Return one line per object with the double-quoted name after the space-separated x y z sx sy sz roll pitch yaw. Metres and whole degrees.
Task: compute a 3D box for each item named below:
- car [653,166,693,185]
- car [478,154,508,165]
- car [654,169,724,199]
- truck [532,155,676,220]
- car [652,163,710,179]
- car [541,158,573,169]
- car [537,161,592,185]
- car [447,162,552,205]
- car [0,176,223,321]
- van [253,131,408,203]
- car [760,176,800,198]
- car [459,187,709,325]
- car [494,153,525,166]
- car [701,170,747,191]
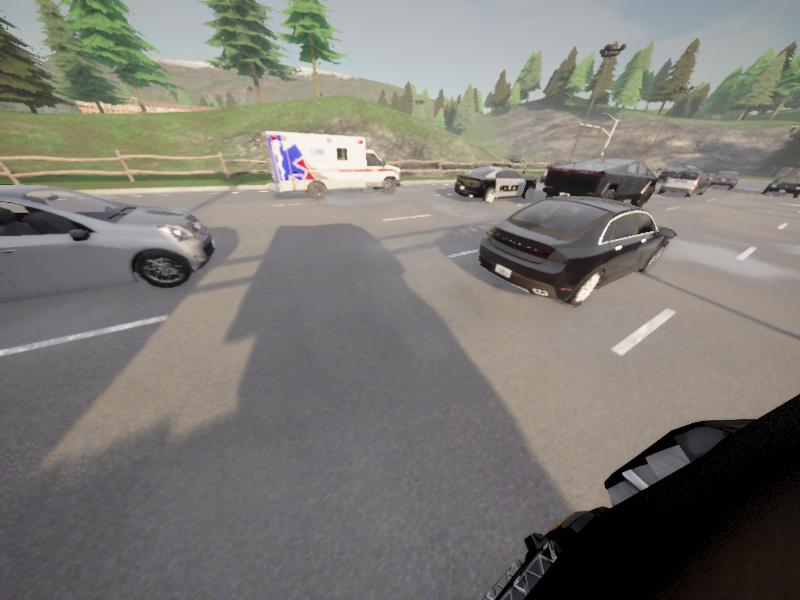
29.562 -13.518 24.963 5.008 1.535 1.882 -23 42 -33 "car"
17.306 -26.117 42.975 4.514 1.525 2.007 25 40 30 "car"
20.877 -8.483 16.720 3.988 1.617 1.851 -16 38 -26 "car"
9.633 -5.461 10.926 6.274 2.098 2.390 -16 38 -26 "truck"
42.700 -19.859 35.333 1.930 1.638 5.238 -4 34 -11 "car"
28.650 -25.002 42.270 1.994 1.385 4.181 -26 43 -36 "car"
14.332 -11.088 20.151 3.988 1.617 1.851 -16 38 -26 "car"
5.257 -6.256 12.215 5.238 1.638 1.930 -16 38 -26 "car"
-5.249 -0.951 3.594 3.633 1.501 1.845 -16 38 -26 "car"
-3.025 -6.442 11.182 6.366 2.431 2.351 -16 38 -26 "van"
33.165 -9.791 19.856 4.718 1.301 1.895 -19 40 -30 "car"
3.838 -1.303 4.817 4.892 1.490 1.837 -16 38 -26 "car"
20.955 -26.954 44.253 4.553 1.767 2.097 27 41 31 "car"
32.136 -11.933 22.904 5.357 1.411 2.033 -22 41 -32 "car"
